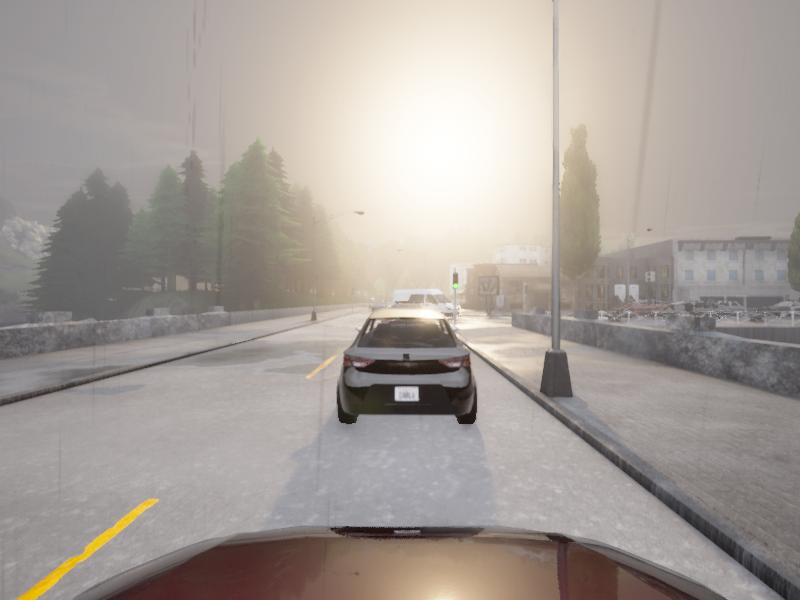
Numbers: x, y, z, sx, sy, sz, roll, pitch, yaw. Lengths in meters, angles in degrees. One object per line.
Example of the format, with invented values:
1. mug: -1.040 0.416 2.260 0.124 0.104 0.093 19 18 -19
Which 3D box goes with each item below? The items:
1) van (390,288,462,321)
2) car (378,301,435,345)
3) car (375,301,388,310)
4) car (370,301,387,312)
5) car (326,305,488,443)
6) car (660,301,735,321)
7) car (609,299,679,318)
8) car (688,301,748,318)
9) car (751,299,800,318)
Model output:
1. van: 2.116 0.320 33.645 5.915 2.561 1.988 0 1 36
2. car: 0.288 0.827 16.830 2.038 1.542 4.974 0 0 1
3. car: -2.897 0.849 64.564 1.816 1.474 4.193 0 0 1
4. car: -3.028 0.847 56.978 2.163 1.488 4.792 0 0 1
5. car: 0.111 0.854 6.568 1.816 1.474 4.193 0 0 1
6. car: 23.657 0.826 31.941 4.514 1.525 2.007 0 0 1
7. car: 21.857 0.778 35.970 5.027 1.651 2.152 0 0 1
8. car: 28.432 0.850 35.861 3.806 1.475 1.970 0 0 1
9. car: 34.876 0.768 35.754 5.238 1.638 1.930 0 0 1
